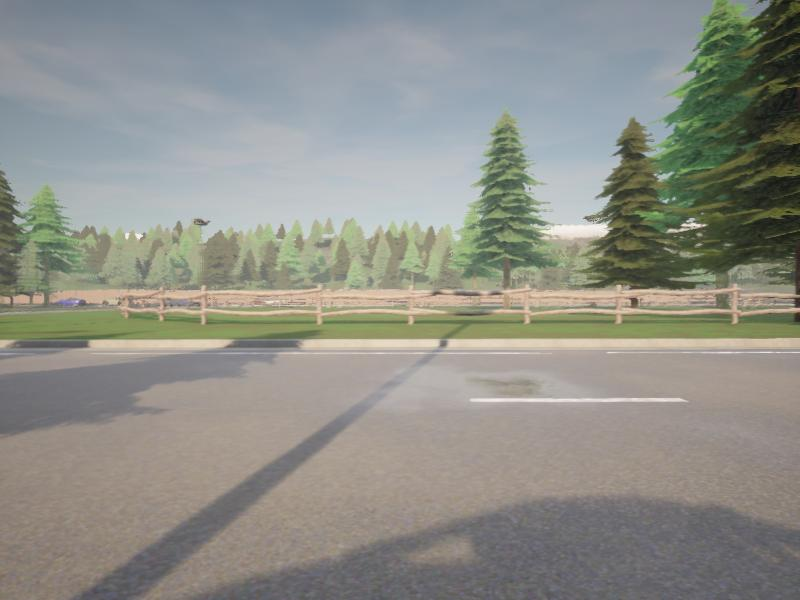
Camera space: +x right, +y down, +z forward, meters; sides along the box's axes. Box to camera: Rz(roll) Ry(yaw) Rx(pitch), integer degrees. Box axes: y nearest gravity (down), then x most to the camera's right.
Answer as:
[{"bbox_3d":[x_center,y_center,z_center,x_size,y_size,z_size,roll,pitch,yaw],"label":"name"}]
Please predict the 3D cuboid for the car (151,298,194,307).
[{"bbox_3d":[-33.806,0.362,59.523,5.357,1.411,2.033,0,0,0],"label":"car"}]
